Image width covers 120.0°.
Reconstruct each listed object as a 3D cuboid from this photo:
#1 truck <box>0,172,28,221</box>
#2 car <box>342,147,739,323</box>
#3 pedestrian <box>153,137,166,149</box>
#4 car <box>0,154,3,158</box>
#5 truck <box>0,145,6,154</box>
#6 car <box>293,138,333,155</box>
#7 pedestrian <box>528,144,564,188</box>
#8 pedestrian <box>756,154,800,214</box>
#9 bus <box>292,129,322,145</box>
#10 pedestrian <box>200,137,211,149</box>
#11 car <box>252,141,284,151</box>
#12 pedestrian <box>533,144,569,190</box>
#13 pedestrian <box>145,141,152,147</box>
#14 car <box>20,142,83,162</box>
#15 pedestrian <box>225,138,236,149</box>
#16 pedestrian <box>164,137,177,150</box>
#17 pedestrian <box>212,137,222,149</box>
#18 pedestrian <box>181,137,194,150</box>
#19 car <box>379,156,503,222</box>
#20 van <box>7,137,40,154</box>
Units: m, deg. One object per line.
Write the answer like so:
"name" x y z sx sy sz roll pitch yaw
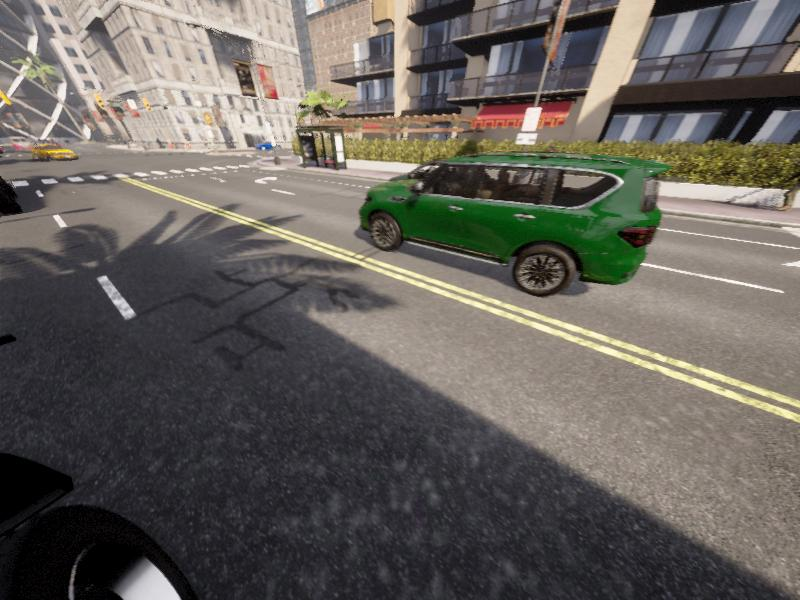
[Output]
"truck" -15.684 -4.117 7.783 6.274 2.098 2.390 22 41 28
"car" 1.674 -1.922 4.885 5.566 2.045 2.150 22 41 28
"pedestrian" -46.024 -30.054 44.222 0.751 1.860 0.751 20 40 26
"car" -49.904 -17.996 27.415 4.553 1.767 2.097 22 41 28
"truck" -60.376 -23.117 32.822 8.468 3.827 2.891 22 41 28
"car" -13.848 -24.756 37.166 2.150 2.045 5.566 22 40 27
"pedestrian" 7.335 -6.768 11.682 0.751 1.860 0.751 -22 41 -28
"pedestrian" 13.706 -4.018 7.840 0.751 1.860 0.751 16 38 21
"bus" -32.976 -57.676 81.825 10.273 4.253 3.944 22 40 28
"pedestrian" -37.093 -29.912 44.111 0.751 1.860 0.751 22 40 27
"car" -25.613 -30.010 44.952 1.882 1.535 5.008 22 40 27
"pedestrian" 7.206 -6.386 11.137 0.751 1.860 0.751 10 36 14
"pedestrian" -54.891 -34.035 50.447 0.500 1.100 0.500 22 40 27
"car" -36.857 -15.706 24.482 5.366 1.575 1.801 13 37 17
"pedestrian" -33.168 -30.655 45.206 0.751 1.860 0.751 14 37 18
"pedestrian" -41.664 -28.410 41.930 0.751 1.860 0.751 20 39 25
"pedestrian" -36.636 -31.356 46.167 0.751 1.860 0.751 22 40 28
"pedestrian" -37.235 -27.306 40.407 0.751 1.860 0.751 10 36 13
"car" 1.367 -4.333 8.689 3.988 1.617 1.851 22 41 28
"van" -56.634 -23.305 34.724 4.442 1.987 1.775 22 41 28
